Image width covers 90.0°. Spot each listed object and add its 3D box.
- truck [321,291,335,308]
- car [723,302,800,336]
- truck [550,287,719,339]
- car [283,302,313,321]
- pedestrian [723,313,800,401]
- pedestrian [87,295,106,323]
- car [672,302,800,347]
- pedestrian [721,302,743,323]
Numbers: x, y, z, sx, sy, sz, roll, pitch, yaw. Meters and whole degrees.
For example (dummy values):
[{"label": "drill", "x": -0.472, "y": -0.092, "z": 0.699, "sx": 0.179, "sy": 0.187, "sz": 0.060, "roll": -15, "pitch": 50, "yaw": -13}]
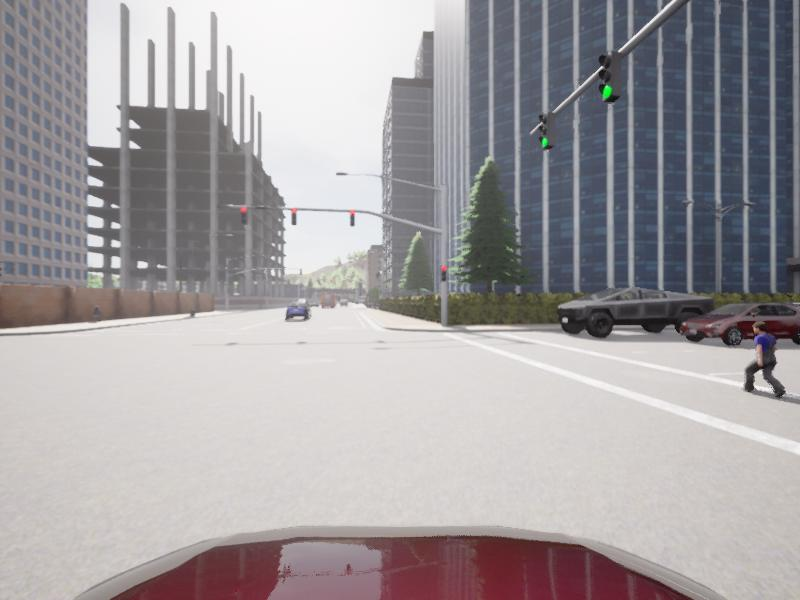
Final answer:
[{"label": "truck", "x": -16.476, "y": -0.080, "z": 92.173, "sx": 2.891, "sy": 3.827, "sz": 8.468, "roll": 0, "pitch": 0, "yaw": -8}, {"label": "car", "x": 18.000, "y": 0.843, "z": 18.709, "sx": 4.674, "sy": 1.442, "sz": 1.812, "roll": 0, "pitch": 0, "yaw": -8}, {"label": "truck", "x": 10.206, "y": 0.524, "z": 17.688, "sx": 6.274, "sy": 2.098, "sz": 2.390, "roll": 0, "pitch": 0, "yaw": -7}, {"label": "car", "x": -8.881, "y": 0.931, "z": 35.144, "sx": 2.007, "sy": 1.525, "sz": 4.514, "roll": 0, "pitch": 0, "yaw": -8}, {"label": "pedestrian", "x": 5.916, "y": 0.878, "z": 6.481, "sx": 0.751, "sy": 1.300, "sz": 0.751, "roll": 0, "pitch": 0, "yaw": -4}, {"label": "pedestrian", "x": -20.289, "y": 0.584, "z": 26.744, "sx": 0.751, "sy": 1.860, "sz": 0.751, "roll": 0, "pitch": 0, "yaw": -12}, {"label": "car", "x": 12.442, "y": 0.825, "z": 14.449, "sx": 4.193, "sy": 1.474, "sz": 1.816, "roll": 0, "pitch": 0, "yaw": -8}, {"label": "pedestrian", "x": 20.426, "y": 0.748, "z": 24.617, "sx": 0.751, "sy": 1.300, "sz": 0.751, "roll": 0, "pitch": 0, "yaw": -1}]
